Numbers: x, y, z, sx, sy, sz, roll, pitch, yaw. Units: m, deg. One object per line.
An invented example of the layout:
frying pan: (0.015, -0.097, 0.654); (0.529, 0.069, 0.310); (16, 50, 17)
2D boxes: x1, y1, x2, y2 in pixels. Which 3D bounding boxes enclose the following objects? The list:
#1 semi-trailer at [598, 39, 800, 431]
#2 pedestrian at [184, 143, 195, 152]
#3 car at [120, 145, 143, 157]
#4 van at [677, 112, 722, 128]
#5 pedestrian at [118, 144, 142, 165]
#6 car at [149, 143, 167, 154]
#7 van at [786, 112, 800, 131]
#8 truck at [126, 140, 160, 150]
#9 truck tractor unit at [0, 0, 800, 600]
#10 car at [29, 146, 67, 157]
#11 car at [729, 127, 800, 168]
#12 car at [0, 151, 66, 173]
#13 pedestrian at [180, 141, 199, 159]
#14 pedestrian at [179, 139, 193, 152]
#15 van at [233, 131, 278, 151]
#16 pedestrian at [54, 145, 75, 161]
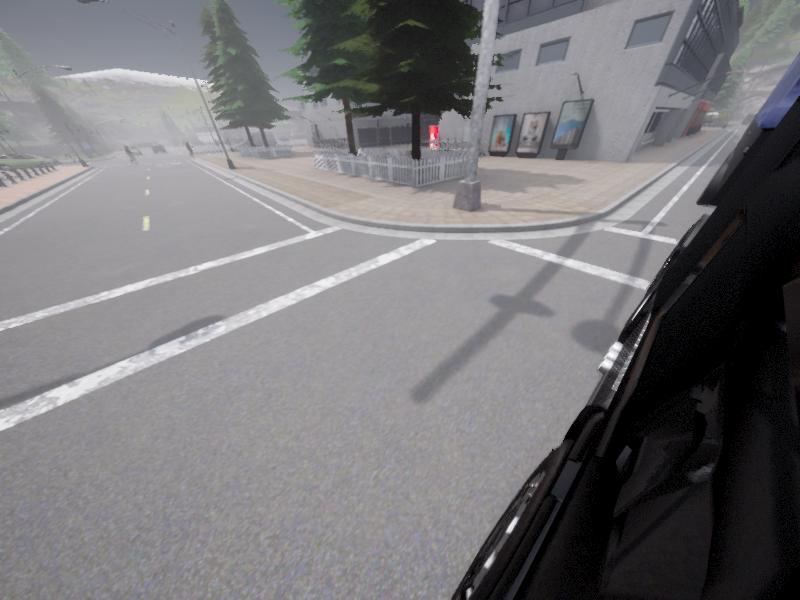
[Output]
semi-trailer: (8.697, -3.603, 4.234); (14.254, 4.402, 2.717); (-28, 44, -30)
pedestrian: (-36.051, -26.075, 39.544); (0.751, 1.300, 0.751); (17, 41, 24)
car: (-46.365, -25.862, 40.025); (2.007, 1.525, 4.514); (-29, 44, -31)
van: (55.017, -33.111, 42.514); (2.069, 2.038, 4.480); (-29, 44, -31)
pedestrian: (-30.194, -16.309, 25.872); (0.751, 1.860, 0.751); (-15, 38, -16)
car: (-46.845, -29.304, 44.688); (1.837, 1.490, 4.892); (-29, 44, -31)
van: (50.486, -22.199, 28.454); (4.480, 2.038, 2.069); (-28, 44, -30)
truck: (-74.505, -45.167, 67.208); (6.274, 2.098, 2.390); (-29, 44, -30)
truck tractor unit: (2.645, -0.295, 0.351); (6.516, 4.208, 3.053); (-28, 44, -30)
car: (-85.468, -36.250, 56.231); (4.553, 1.767, 2.097); (-29, 44, -31)
car: (19.322, -8.025, 12.027); (4.181, 1.385, 1.994); (-28, 44, -30)
car: (-41.394, -15.352, 25.604); (4.514, 1.525, 2.007); (-26, 42, -27)
pedestrian: (-26.906, -19.230, 29.559); (0.751, 1.860, 0.751); (12, 39, 19)
pedestrian: (-36.650, -26.386, 39.531); (0.751, 1.860, 0.751); (17, 41, 24)
van: (-25.092, -27.829, 40.426); (5.915, 2.561, 1.988); (-29, 44, -31)
pedestrian: (-47.912, -21.023, 32.987); (0.751, 1.860, 0.751); (-25, 42, -27)
